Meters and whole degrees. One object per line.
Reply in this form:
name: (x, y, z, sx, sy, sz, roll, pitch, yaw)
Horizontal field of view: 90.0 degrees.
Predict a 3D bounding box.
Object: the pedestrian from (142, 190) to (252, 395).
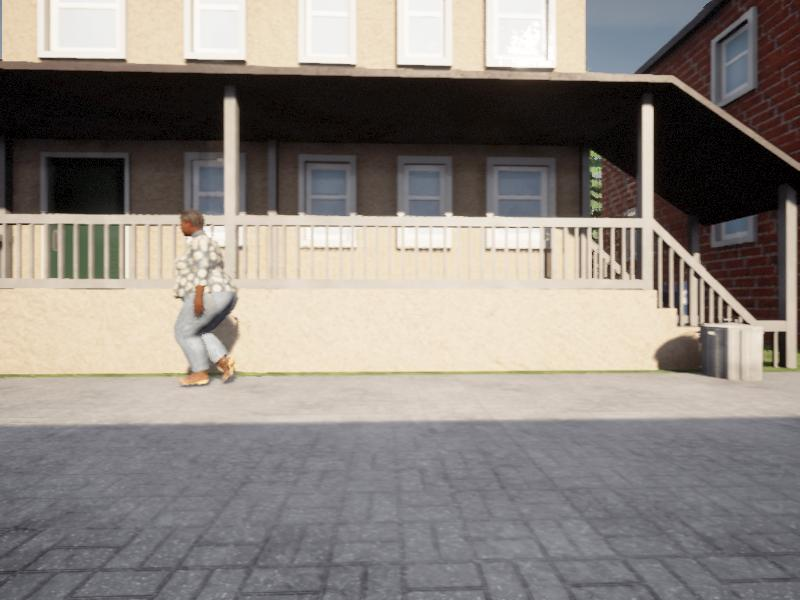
pedestrian: (-1.993, -0.067, 4.030, 0.751, 1.860, 0.751, 0, 0, -3)
